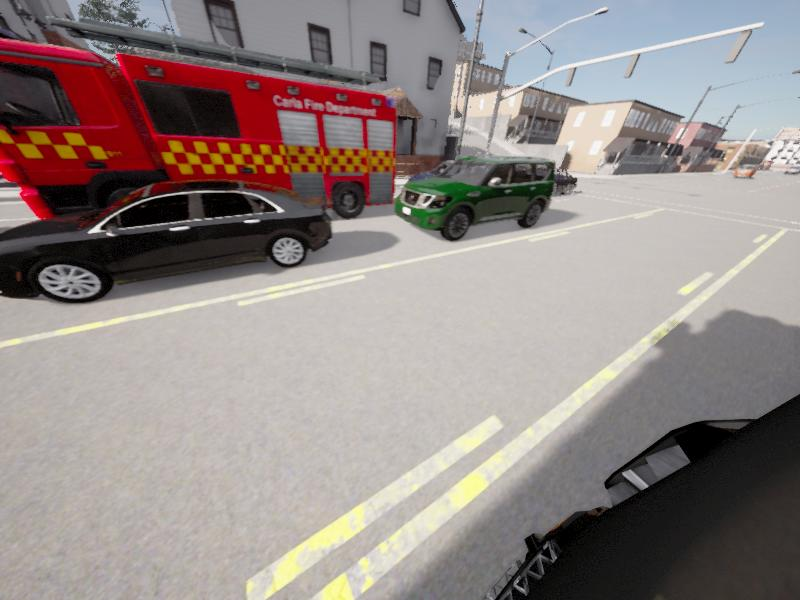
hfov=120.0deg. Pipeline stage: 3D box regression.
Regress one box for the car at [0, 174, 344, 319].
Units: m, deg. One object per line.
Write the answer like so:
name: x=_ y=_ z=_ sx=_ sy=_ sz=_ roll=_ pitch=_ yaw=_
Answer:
car: x=-3.789 y=-1.382 z=4.328 sx=4.892 sy=1.490 sz=1.837 roll=-16 pitch=38 yaw=-26

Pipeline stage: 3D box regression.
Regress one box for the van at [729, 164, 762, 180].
van: x=56.752 y=-21.065 z=37.960 sx=4.442 sy=1.987 sz=1.775 roll=-16 pitch=38 yaw=-26

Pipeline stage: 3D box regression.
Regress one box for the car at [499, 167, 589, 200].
car: x=8.801 y=-7.189 z=14.065 sx=5.357 sy=1.411 sz=2.033 roll=-18 pitch=39 yaw=-28

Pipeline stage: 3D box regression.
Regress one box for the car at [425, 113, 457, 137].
car: x=5.961 y=-25.896 z=34.123 sx=1.882 sy=1.535 sz=5.008 roll=-16 pitch=55 yaw=-27

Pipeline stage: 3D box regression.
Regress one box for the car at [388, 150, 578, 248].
car: x=2.602 y=-3.427 z=7.380 sx=5.566 sy=2.045 sz=2.150 roll=-16 pitch=38 yaw=-26

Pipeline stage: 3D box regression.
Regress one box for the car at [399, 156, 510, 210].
car: x=2.477 y=-5.537 z=10.744 sx=4.553 sy=1.767 sz=2.097 roll=-16 pitch=38 yaw=-26

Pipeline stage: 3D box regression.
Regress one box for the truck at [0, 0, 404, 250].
truck: x=-4.359 y=-4.423 z=6.727 sx=8.468 sy=3.827 sz=2.891 roll=-16 pitch=38 yaw=-26
